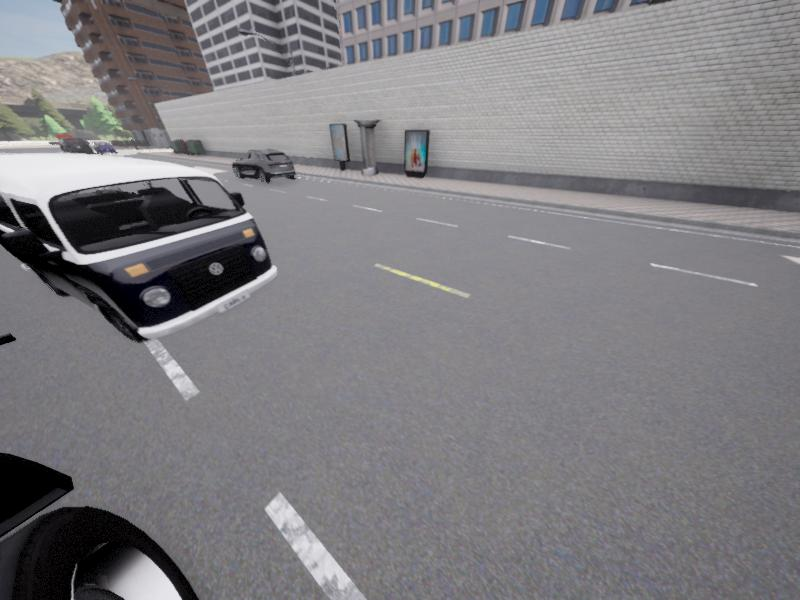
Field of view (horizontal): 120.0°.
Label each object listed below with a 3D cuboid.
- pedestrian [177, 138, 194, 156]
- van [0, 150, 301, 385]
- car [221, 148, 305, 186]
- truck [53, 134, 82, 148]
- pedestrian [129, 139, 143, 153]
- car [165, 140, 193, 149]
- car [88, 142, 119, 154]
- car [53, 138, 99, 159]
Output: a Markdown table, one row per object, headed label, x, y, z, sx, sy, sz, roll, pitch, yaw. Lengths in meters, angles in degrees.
| label | x | y | z | sx | sy | sz | roll | pitch | yaw |
| --- | --- | --- | --- | --- | --- | --- | --- | --- | --- |
| pedestrian | -26.816 | -19.098 | 28.911 | 0.751 | 1.860 | 0.751 | 23 | 41 | 29 |
| van | -4.211 | -0.984 | 3.513 | 4.480 | 2.038 | 2.069 | 15 | 38 | 21 |
| car | -8.490 | -8.351 | 14.294 | 4.856 | 1.649 | 2.033 | 22 | 41 | 28 |
| truck | -73.395 | -35.149 | 51.139 | 5.204 | 2.467 | 2.627 | 29 | 44 | 34 |
| pedestrian | -44.113 | -25.747 | 38.584 | 0.751 | 1.860 | 0.751 | -23 | 41 | -29 |
| car | -47.750 | -33.633 | 50.051 | 1.789 | 1.549 | 3.705 | 22 | 41 | 28 |
| car | -45.256 | -23.217 | 35.260 | 4.193 | 1.474 | 1.816 | 22 | 41 | 28 |
| car | -40.945 | -19.239 | 29.156 | 5.566 | 2.045 | 2.150 | 22 | 41 | 28 |
